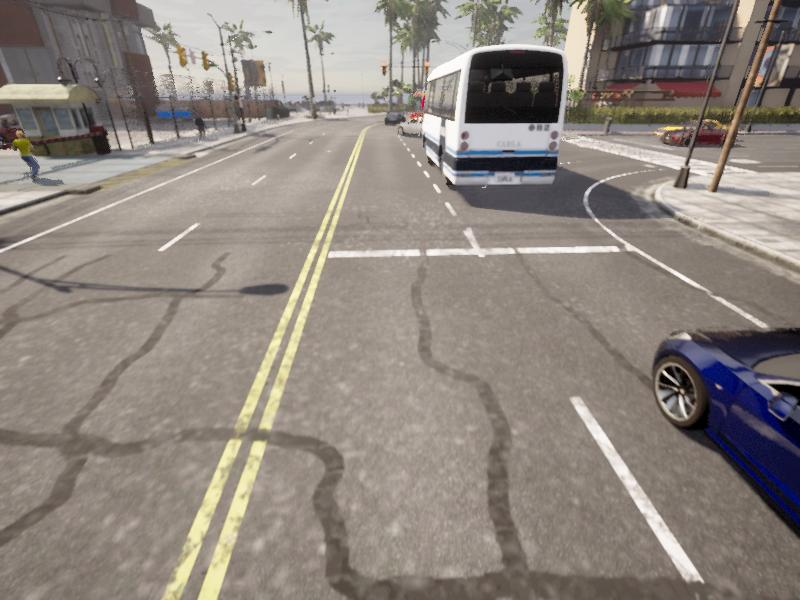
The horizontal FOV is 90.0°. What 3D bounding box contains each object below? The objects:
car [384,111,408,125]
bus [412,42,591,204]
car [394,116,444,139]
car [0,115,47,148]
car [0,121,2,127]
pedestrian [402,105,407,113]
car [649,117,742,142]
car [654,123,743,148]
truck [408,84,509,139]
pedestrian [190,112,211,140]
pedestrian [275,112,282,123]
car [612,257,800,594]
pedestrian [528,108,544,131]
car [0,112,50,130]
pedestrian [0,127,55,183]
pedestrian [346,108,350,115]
[{"bbox_3d":[-0.481,-22.004,48.284,1.994,1.385,4.181,6,28,11],"label":"car"},{"bbox_3d":[2.876,-7.224,16.148,3.944,4.253,10.273,-1,27,-3],"label":"bus"},{"bbox_3d":[1.511,-14.194,32.864,1.970,1.475,3.806,-21,34,-35],"label":"car"},{"bbox_3d":[-26.610,-11.257,26.598,2.185,1.767,4.553,-2,27,-3],"label":"car"},{"bbox_3d":[-43.889,-18.446,40.710,2.185,1.767,4.553,-2,27,-3],"label":"car"},{"bbox_3d":[0.900,-36.591,76.542,0.751,1.300,0.751,23,35,37],"label":"pedestrian"},{"bbox_3d":[22.055,-12.817,30.016,5.366,1.575,1.801,-2,27,-3],"label":"car"},{"bbox_3d":[19.916,-11.077,26.843,4.181,1.385,1.994,-2,27,-3],"label":"car"},{"bbox_3d":[4.698,-16.241,34.285,2.891,3.827,8.468,-23,35,-37],"label":"truck"},{"bbox_3d":[-14.433,-12.613,28.984,0.751,1.860,0.751,-2,27,-5],"label":"pedestrian"},{"bbox_3d":[-14.608,-21.926,48.063,0.500,1.100,0.500,1,27,2],"label":"pedestrian"},{"bbox_3d":[3.817,1.295,2.513,2.163,1.488,4.792,-1,27,-3],"label":"car"},{"bbox_3d":[12.212,-16.209,35.981,0.751,1.860,0.751,-10,29,-19],"label":"pedestrian"},{"bbox_3d":[-38.950,-18.415,41.005,2.002,1.452,4.674,-2,27,-3],"label":"car"},{"bbox_3d":[-13.794,-5.379,14.813,0.751,1.860,0.751,-1,27,-3],"label":"pedestrian"},{"bbox_3d":[-8.525,-30.874,65.581,0.500,1.100,0.500,15,31,27],"label":"pedestrian"}]
